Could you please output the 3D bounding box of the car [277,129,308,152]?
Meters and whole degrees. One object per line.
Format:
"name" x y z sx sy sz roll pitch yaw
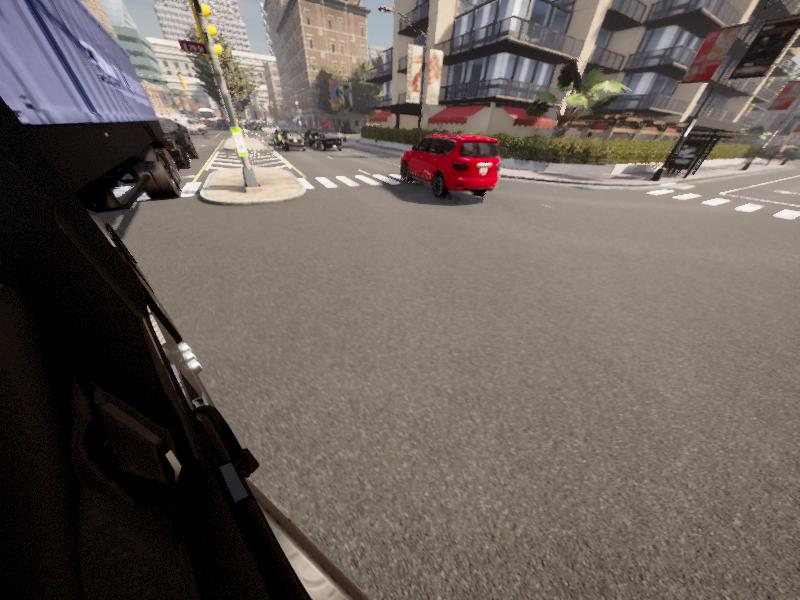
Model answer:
"car" -10.176 -15.049 21.813 1.789 1.549 3.705 -17 41 -24

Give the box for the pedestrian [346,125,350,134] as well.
"pedestrian" -13.869 -45.172 61.298 0.751 1.860 0.751 -16 41 -23

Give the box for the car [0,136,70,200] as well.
"car" -13.304 -4.055 7.058 1.994 1.385 4.181 -14 40 -22

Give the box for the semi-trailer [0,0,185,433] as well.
"semi-trailer" -7.612 -4.181 5.055 2.717 4.402 14.254 -22 43 -29

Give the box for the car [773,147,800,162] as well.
"car" 77.700 -28.530 45.315 2.150 2.045 5.566 20 40 22

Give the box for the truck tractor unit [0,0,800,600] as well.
"truck tractor unit" -2.645 -0.295 0.351 6.516 4.208 3.053 28 44 30

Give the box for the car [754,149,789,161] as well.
"car" 74.316 -29.096 46.271 1.851 1.617 3.988 20 40 22

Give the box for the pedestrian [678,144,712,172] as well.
"pedestrian" 24.674 -11.881 19.357 0.751 1.860 0.751 -14 40 -22

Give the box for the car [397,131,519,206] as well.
"car" 1.915 -5.962 10.058 2.150 2.045 5.566 -11 39 -19

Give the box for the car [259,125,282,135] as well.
"car" -26.165 -34.525 46.807 3.633 1.501 1.845 -17 41 -24

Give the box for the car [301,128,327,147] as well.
"car" -10.474 -19.743 28.026 1.851 1.617 3.988 -17 41 -24

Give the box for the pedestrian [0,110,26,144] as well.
"pedestrian" -26.962 -11.683 15.637 0.751 1.860 0.751 -22 43 -29

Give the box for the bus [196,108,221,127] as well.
"bus" -57.751 -55.253 70.132 3.944 4.253 10.273 -17 41 -24

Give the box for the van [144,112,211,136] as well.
"van" -32.355 -25.793 33.966 6.366 2.431 2.351 -17 41 -24

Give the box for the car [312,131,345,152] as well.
"car" -7.421 -16.280 23.694 1.837 1.490 4.892 -17 41 -24

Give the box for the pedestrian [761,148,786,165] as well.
"pedestrian" 48.803 -18.773 30.188 0.751 1.860 0.751 -17 41 -25

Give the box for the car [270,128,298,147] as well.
"car" -13.164 -18.375 26.084 2.007 1.525 4.514 -17 41 -24

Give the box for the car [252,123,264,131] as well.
"car" -36.952 -44.959 60.039 2.038 1.542 4.974 -17 41 -24

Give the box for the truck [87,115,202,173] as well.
"truck" -13.100 -8.633 12.583 2.390 2.098 6.274 -17 41 -24

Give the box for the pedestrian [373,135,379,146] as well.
"pedestrian" -3.037 -20.324 29.429 0.500 1.100 0.500 -17 41 -24
